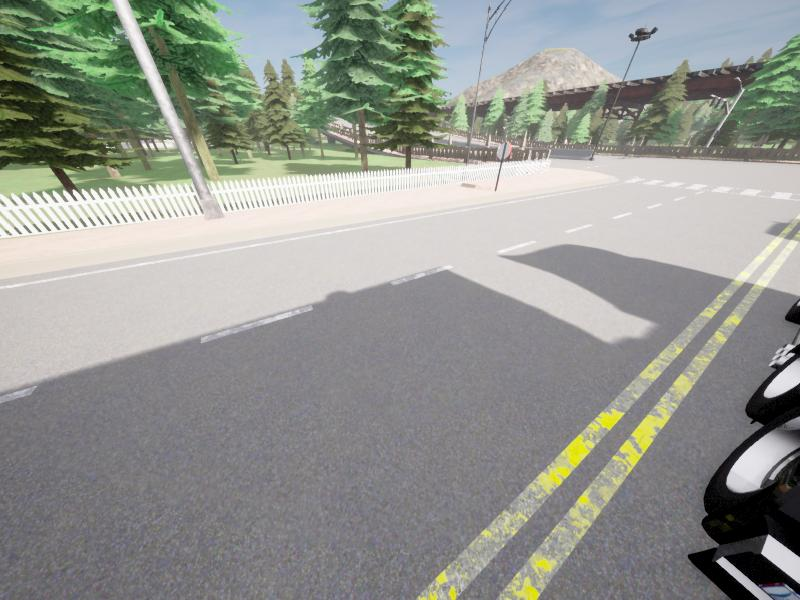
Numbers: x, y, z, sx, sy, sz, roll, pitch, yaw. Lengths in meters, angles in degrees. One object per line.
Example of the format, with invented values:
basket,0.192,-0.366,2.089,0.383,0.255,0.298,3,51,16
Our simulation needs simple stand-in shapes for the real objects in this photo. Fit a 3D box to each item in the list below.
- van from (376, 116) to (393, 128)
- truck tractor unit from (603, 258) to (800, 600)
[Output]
van,-5.039,-56.616,73.542,2.351,2.431,6.366,-20,47,-26
truck tractor unit,5.098,-0.313,0.797,6.516,4.208,3.053,-19,39,-25
